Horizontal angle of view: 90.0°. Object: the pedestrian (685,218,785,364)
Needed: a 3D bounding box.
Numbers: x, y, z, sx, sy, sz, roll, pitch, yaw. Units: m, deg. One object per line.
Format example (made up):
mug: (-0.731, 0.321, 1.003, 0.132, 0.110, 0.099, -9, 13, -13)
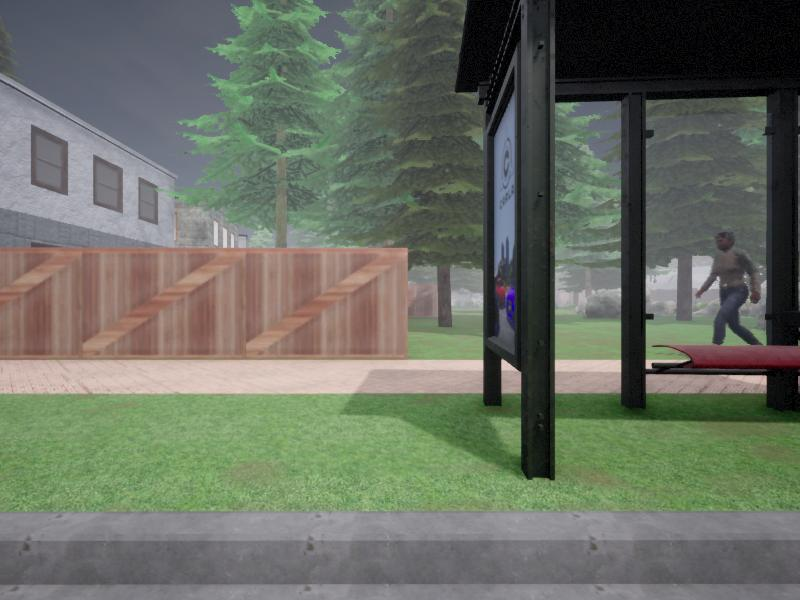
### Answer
pedestrian: (4.526, -0.115, 5.463, 0.751, 1.860, 0.751, 0, 0, 2)
